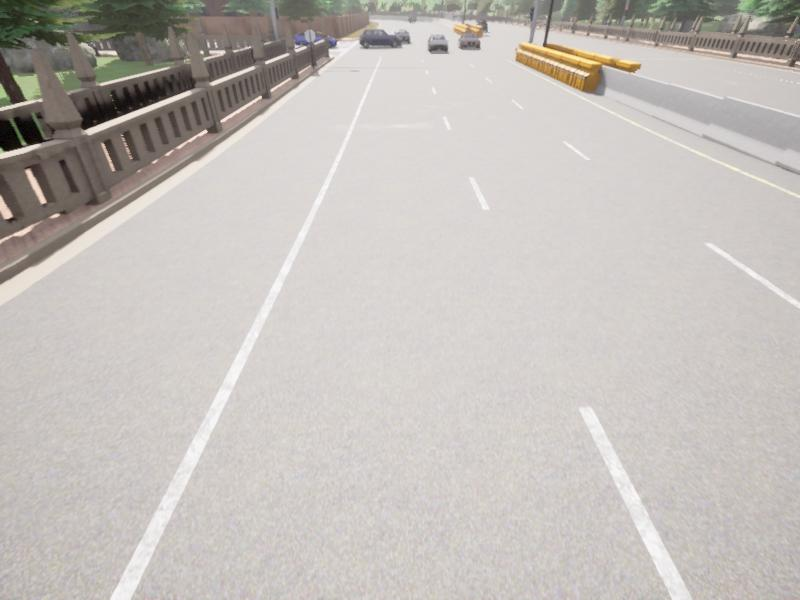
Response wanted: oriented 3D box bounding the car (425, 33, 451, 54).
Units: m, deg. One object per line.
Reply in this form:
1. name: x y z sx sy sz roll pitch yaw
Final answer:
1. car: 3.652 -25.099 39.076 2.033 1.411 5.357 0 36 0

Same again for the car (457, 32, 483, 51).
1. car: 7.169 -26.923 41.591 1.994 1.385 4.181 0 36 0

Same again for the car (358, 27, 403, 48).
1. car: -2.119 -28.069 42.797 4.553 1.767 2.097 -5 37 -7

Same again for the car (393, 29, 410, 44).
1. car: 0.217 -32.004 48.539 1.994 1.385 4.181 0 36 0

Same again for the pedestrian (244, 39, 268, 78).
1. pedestrian: -8.264 -13.922 23.098 0.751 1.860 0.751 1 36 2

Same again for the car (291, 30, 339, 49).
1. car: -8.910 -27.474 42.210 4.514 1.525 2.007 -1 36 -1
